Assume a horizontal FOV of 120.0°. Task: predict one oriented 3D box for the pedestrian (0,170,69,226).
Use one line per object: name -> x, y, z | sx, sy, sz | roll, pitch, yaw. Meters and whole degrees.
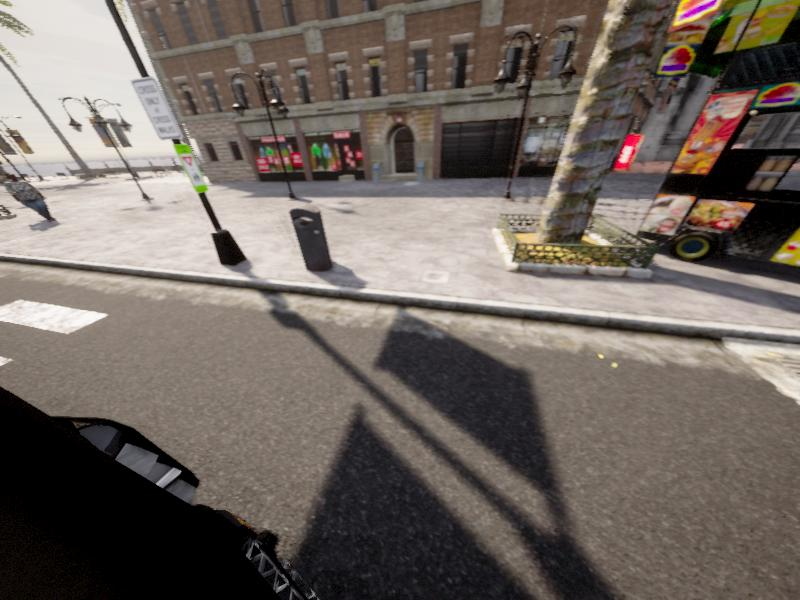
pedestrian -> -14.342, -3.972, 8.984 | 0.751, 1.860, 0.751 | 15, 38, 25
